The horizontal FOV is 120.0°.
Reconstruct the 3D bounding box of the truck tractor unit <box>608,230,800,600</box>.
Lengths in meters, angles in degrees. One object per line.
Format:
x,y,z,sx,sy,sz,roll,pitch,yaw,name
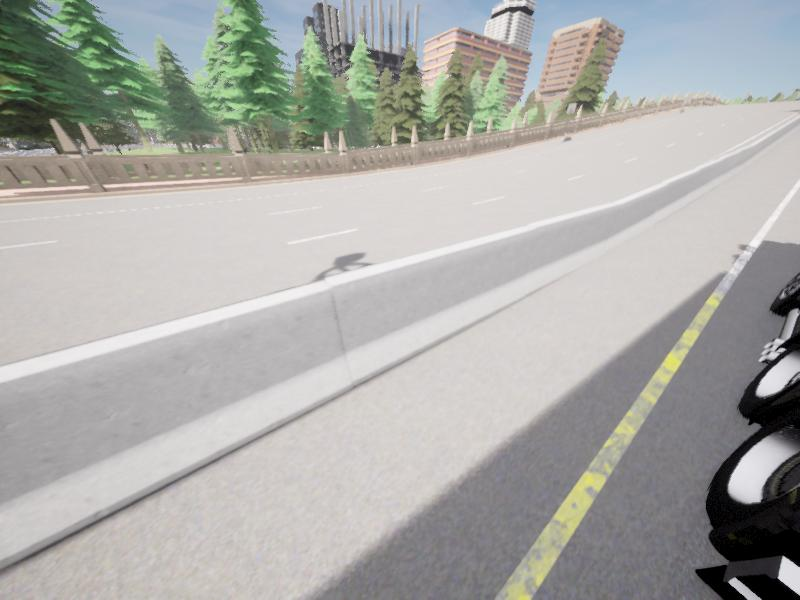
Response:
5.041,-0.370,0.834,6.516,4.208,3.053,-21,41,-26,truck tractor unit

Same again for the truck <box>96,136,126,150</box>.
-67.320,-36.707,53.956,2.627,2.467,5.204,-19,39,-26,truck

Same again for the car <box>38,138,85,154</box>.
-54.718,-24.972,37.497,2.150,2.045,5.566,-19,39,-26,car

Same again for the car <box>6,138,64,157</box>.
-50.848,-21.429,32.416,2.150,2.045,5.566,-19,39,-27,car

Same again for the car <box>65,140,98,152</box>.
-58.555,-28.421,42.591,1.932,1.855,4.605,-19,39,-26,car
